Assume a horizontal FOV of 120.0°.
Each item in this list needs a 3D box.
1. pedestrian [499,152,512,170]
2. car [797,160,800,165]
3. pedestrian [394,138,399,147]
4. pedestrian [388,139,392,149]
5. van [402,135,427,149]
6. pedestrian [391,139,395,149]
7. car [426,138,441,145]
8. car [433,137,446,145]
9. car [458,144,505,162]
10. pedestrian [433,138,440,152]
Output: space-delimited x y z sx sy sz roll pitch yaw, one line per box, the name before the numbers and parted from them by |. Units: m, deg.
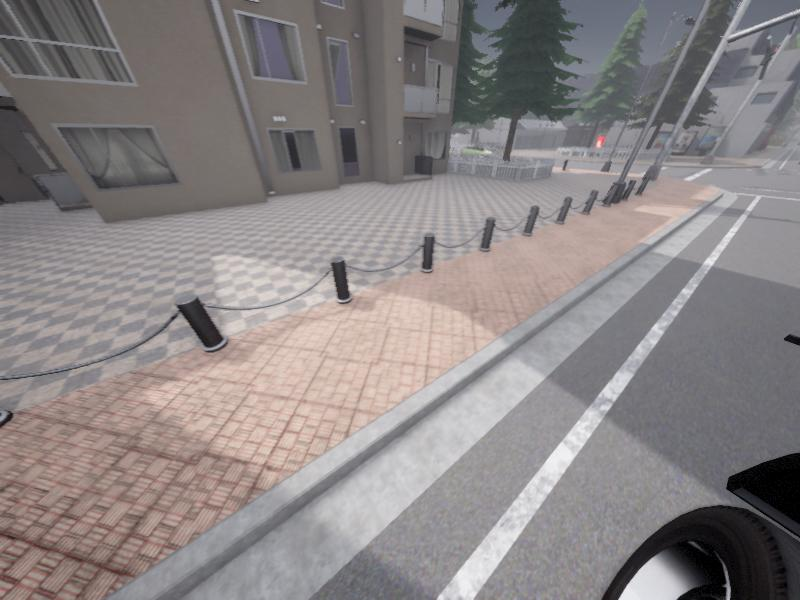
pedestrian | 8.101 -10.700 17.760 0.500 1.100 0.500 -26 43 -32
car | 38.366 -13.045 20.881 4.181 1.385 1.994 -22 41 -28
pedestrian | -0.889 -39.031 57.308 0.751 1.860 0.751 -21 40 -27
pedestrian | -2.315 -35.867 53.103 0.751 1.860 0.751 -2 35 -3
van | 3.414 -38.035 55.580 5.915 2.561 1.988 -23 41 -29
pedestrian | -1.641 -35.785 52.980 0.751 1.860 0.751 -12 37 -15
car | 10.664 -50.816 73.861 1.932 1.855 4.605 -23 41 -29
car | 12.767 -52.021 75.515 1.905 1.878 3.866 -23 41 -29
car | 9.176 -16.868 26.437 2.007 1.525 4.514 -24 41 -29
pedestrian | 6.200 -26.476 39.482 0.751 1.860 0.751 -25 42 -31
